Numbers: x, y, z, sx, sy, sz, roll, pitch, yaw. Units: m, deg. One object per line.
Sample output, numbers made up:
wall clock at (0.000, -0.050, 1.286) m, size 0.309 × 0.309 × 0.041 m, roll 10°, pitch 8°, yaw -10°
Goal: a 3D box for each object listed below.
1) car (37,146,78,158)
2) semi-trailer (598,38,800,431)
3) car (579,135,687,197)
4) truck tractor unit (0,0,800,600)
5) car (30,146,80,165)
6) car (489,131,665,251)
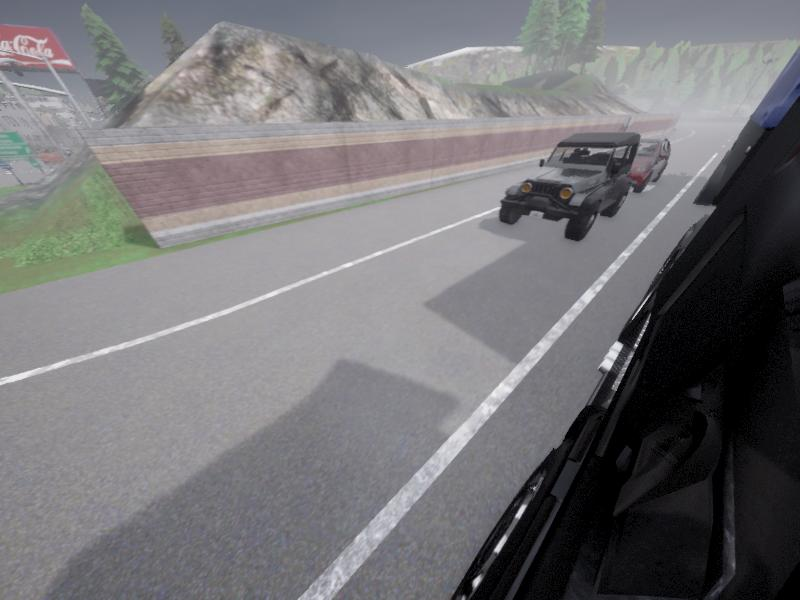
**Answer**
car at (-61.313, -26.658, 41.468) m, size 1.837 × 1.490 × 4.892 m, roll -15°, pitch 39°, yaw -18°
semi-trailer at (8.670, -3.617, 4.266) m, size 14.254 × 4.402 × 2.717 m, roll -28°, pitch 44°, yaw -30°
car at (8.887, -5.249, 8.830) m, size 3.705 × 1.549 × 1.789 m, roll -28°, pitch 44°, yaw -30°
truck tractor unit at (2.645, -0.295, 0.351) m, size 6.516 × 4.208 × 3.053 m, roll -28°, pitch 44°, yaw -30°
car at (-42.654, -18.022, 28.754) m, size 2.242 × 1.667 × 4.611 m, roll -27°, pitch 43°, yaw -31°
car at (4.366, -2.985, 5.793) m, size 3.866 × 1.878 × 1.905 m, roll -28°, pitch 44°, yaw -30°
